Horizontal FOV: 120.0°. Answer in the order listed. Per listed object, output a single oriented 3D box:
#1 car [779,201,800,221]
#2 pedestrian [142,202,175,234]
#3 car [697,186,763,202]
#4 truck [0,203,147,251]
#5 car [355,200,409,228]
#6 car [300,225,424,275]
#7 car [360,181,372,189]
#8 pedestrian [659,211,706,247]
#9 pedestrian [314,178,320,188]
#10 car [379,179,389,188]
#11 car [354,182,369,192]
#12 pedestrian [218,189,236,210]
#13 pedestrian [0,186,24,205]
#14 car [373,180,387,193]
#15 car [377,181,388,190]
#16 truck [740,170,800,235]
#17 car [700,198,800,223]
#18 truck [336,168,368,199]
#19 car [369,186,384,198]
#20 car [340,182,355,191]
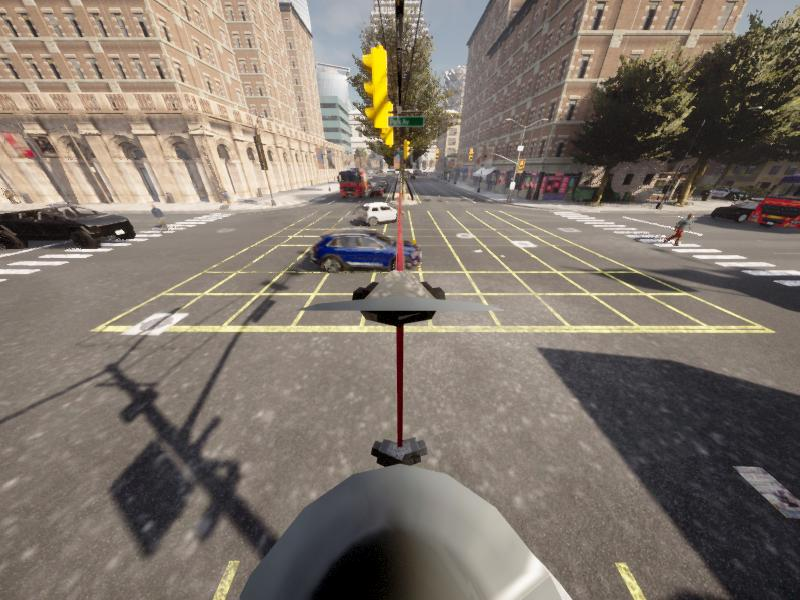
[{"bbox_3d":[36.309,-7.511,19.571,4.674,1.442,1.812,0,30,0],"label":"car"},{"bbox_3d":[-16.476,-5.613,15.818,0.751,1.860,0.751,-14,33,-23],"label":"pedestrian"},{"bbox_3d":[45.916,-14.963,32.392,2.038,1.542,4.974,0,30,1],"label":"car"},{"bbox_3d":[-19.344,-4.214,13.210,6.274,2.098,2.390,0,30,0],"label":"truck"},{"bbox_3d":[-1.430,-7.008,18.667,3.806,1.475,1.970,-19,35,-29],"label":"car"},{"bbox_3d":[-1.471,-2.288,10.340,4.856,1.649,2.033,0,30,0],"label":"car"},{"bbox_3d":[-7.048,-24.187,48.530,1.994,1.385,4.181,0,30,-1],"label":"car"},{"bbox_3d":[15.827,-3.987,13.003,0.751,1.860,0.751,0,30,1],"label":"pedestrian"},{"bbox_3d":[-17.168,-24.255,47.803,0.751,1.860,0.751,1,30,1],"label":"pedestrian"},{"bbox_3d":[-3.527,-26.265,51.891,1.851,1.617,3.988,0,30,0],"label":"car"},{"bbox_3d":[-7.055,-20.928,42.777,1.970,1.475,3.806,0,30,0],"label":"car"},{"bbox_3d":[-17.698,-10.322,23.671,0.751,1.860,0.751,-6,30,-10],"label":"pedestrian"},{"bbox_3d":[-44.948,-11.993,26.564,0.751,1.860,0.751,-2,30,-4],"label":"pedestrian"},{"bbox_3d":[-3.558,-20.387,41.522,2.097,1.767,4.553,0,30,0],"label":"car"},{"bbox_3d":[-3.540,-23.214,46.736,1.970,1.475,3.806,0,30,0],"label":"car"},{"bbox_3d":[30.927,-6.786,15.937,8.468,3.827,2.891,0,30,0],"label":"truck"},{"bbox_3d":[29.571,-7.588,19.507,5.238,1.638,1.930,0,30,-1],"label":"car"},{"bbox_3d":[-7.080,-18.109,35.546,2.891,3.827,8.468,0,30,0],"label":"truck"},{"bbox_3d":[-3.577,-16.711,35.654,1.895,1.301,4.718,0,30,0],"label":"car"},{"bbox_3d":[-10.295,-22.354,45.417,1.895,1.301,4.718,0,30,0],"label":"car"}]
